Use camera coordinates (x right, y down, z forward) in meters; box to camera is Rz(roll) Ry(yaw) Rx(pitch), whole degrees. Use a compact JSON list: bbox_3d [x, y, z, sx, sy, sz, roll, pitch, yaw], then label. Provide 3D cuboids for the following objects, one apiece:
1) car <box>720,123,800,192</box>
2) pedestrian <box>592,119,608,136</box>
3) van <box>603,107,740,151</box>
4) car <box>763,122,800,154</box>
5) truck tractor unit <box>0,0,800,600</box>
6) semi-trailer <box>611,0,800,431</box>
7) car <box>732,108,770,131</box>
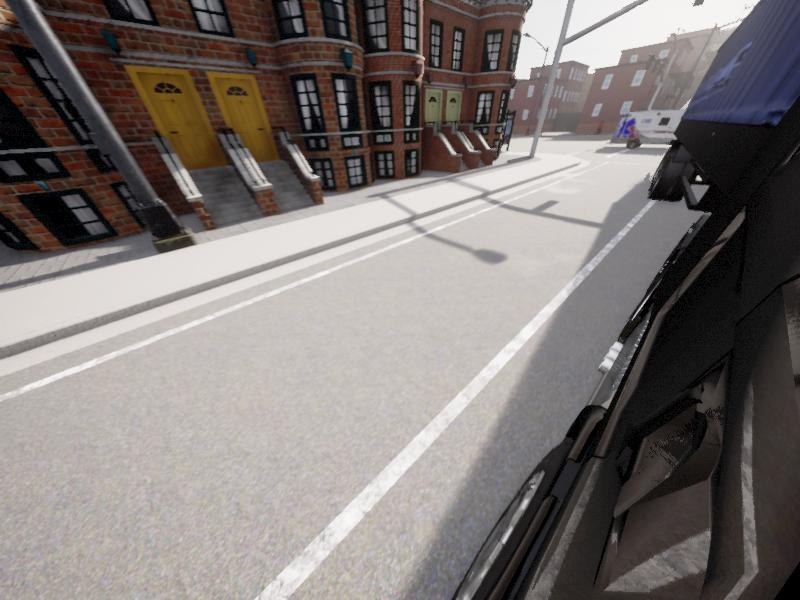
[{"bbox_3d":[15.080,-5.750,9.069,2.033,1.649,4.856,30,49,30],"label":"car"},{"bbox_3d":[27.201,-23.438,31.424,0.751,1.860,0.751,-23,41,-25],"label":"pedestrian"},{"bbox_3d":[20.767,-13.368,18.189,2.351,2.431,6.366,-29,44,-31],"label":"van"},{"bbox_3d":[25.619,-9.986,14.113,3.633,1.501,1.845,-8,37,-7],"label":"car"},{"bbox_3d":[2.645,-0.295,0.351,6.516,4.208,3.053,-28,44,-30],"label":"truck tractor unit"},{"bbox_3d":[8.074,-3.969,4.757,2.717,4.402,14.254,27,46,33],"label":"semi-trailer"},{"bbox_3d":[43.528,-22.427,28.629,5.238,1.638,1.930,-33,46,-27],"label":"car"}]
